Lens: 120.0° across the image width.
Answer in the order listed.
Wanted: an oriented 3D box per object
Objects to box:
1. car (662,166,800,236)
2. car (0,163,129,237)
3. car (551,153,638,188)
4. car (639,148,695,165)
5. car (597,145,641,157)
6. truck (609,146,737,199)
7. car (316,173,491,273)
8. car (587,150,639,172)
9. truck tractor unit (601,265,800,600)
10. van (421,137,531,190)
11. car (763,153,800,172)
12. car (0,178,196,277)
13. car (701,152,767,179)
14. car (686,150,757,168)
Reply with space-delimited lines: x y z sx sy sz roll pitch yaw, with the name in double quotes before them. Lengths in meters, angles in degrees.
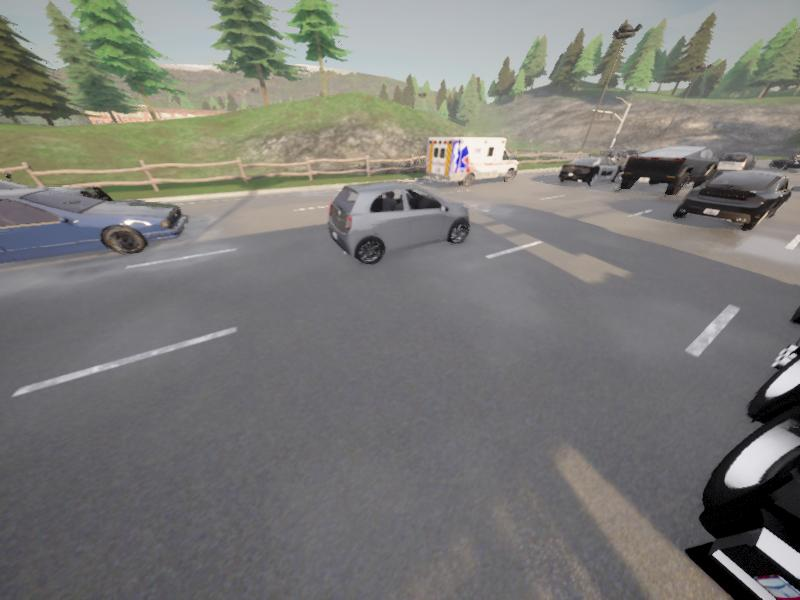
"car" 11.788 -3.628 8.041 4.892 1.490 1.837 -18 39 -24
"car" -12.169 -2.820 6.615 5.238 1.638 1.930 -18 39 -24
"car" 12.668 -8.558 15.055 5.238 1.638 1.930 -18 39 -24
"car" 33.796 -18.383 29.483 1.882 1.535 5.008 6 35 6
"car" 39.431 -26.853 41.684 1.930 1.638 5.238 -22 41 -31
"truck" 14.941 -7.189 12.682 6.274 2.098 2.390 -18 38 -24
"car" 0.112 -2.159 5.822 3.633 1.501 1.845 -18 39 -24
"car" 20.182 -13.264 21.938 3.988 1.617 1.851 -18 39 -24
"truck tractor unit" 5.115 -0.296 0.781 6.516 4.208 3.053 -18 39 -24
"van" 4.695 -8.596 14.376 6.366 2.431 2.351 -18 38 -24
"car" 38.544 -13.444 22.573 1.895 1.301 4.718 24 41 30
"car" -8.341 -1.663 5.177 5.357 1.411 2.033 -18 39 -24
"car" 26.342 -10.674 18.223 3.988 1.617 1.851 -18 39 -24
"car" 37.258 -16.590 27.033 2.033 1.411 5.357 8 35 11
